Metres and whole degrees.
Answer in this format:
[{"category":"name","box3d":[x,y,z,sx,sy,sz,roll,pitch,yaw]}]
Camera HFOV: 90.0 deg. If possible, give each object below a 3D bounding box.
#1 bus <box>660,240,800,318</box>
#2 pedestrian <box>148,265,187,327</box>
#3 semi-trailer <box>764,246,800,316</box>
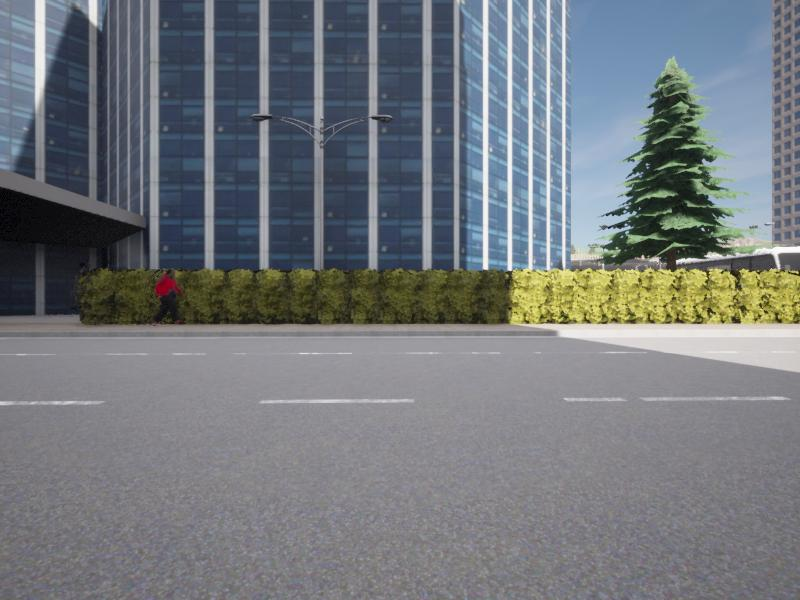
[{"category":"bus","box3d":[22.935,-1.134,27.005,3.944,4.253,10.273,0,0,-1]},{"category":"pedestrian","box3d":[-7.163,-0.115,12.347,0.751,1.860,0.751,0,0,2]},{"category":"semi-trailer","box3d":[26.566,-1.218,20.596,2.717,4.402,14.254,0,0,0]}]
